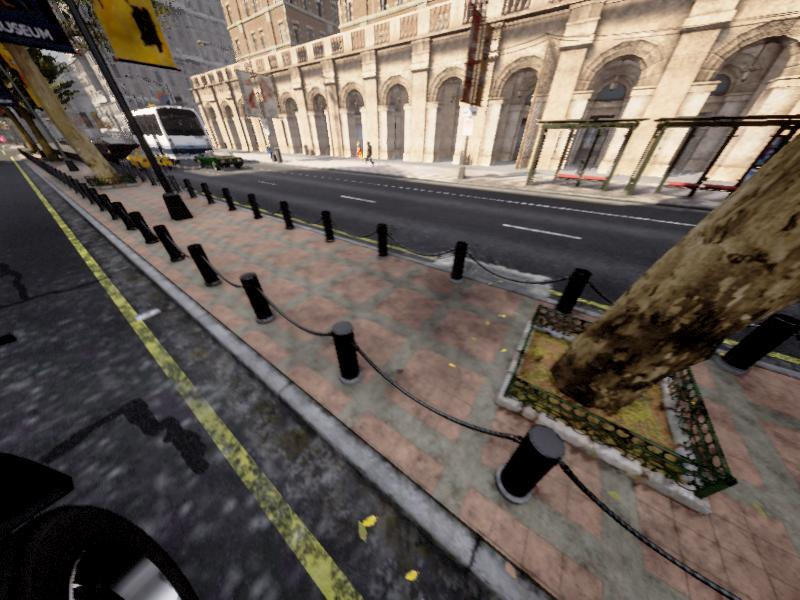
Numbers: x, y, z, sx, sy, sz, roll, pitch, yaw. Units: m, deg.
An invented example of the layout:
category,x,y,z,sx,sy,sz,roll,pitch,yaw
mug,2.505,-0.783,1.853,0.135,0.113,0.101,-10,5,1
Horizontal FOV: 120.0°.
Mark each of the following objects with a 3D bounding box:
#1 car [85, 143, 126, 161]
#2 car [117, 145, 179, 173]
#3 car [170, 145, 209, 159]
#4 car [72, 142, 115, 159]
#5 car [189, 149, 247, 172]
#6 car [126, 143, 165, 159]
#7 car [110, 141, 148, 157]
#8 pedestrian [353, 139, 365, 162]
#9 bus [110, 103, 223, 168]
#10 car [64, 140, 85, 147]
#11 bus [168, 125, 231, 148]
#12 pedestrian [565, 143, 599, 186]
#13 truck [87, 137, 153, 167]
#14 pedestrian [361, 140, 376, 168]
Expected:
category,x,y,z,sx,sy,sz,roll,pitch,yaw
car,-32.639,-16.408,25.570,3.633,1.501,1.845,22,41,28
car,-20.174,-11.349,18.459,5.366,1.575,1.801,22,41,28
car,-26.113,-18.404,28.651,4.718,1.301,1.895,22,41,28
car,-37.996,-18.581,28.623,4.902,1.511,2.128,22,41,28
car,-15.068,-11.614,19.125,4.718,1.301,1.895,22,41,28
car,-31.101,-18.228,28.196,4.892,1.490,1.837,22,41,28
car,-36.941,-20.664,31.484,4.856,1.649,2.033,22,41,28
pedestrian,-4.218,-15.365,23.741,0.751,1.860,0.751,26,43,32
bus,-22.670,-15.830,22.474,10.273,4.253,3.944,22,41,28
car,-75.388,-36.222,53.442,4.181,1.385,1.994,22,41,28
bus,-49.663,-40.915,57.816,3.944,4.253,10.273,22,41,28
pedestrian,9.620,-7.173,12.242,0.751,1.860,0.751,22,40,27
truck,-26.806,-14.263,22.085,6.274,2.098,2.390,22,41,28
pedestrian,-2.567,-12.058,19.066,0.751,1.860,0.751,17,38,22
